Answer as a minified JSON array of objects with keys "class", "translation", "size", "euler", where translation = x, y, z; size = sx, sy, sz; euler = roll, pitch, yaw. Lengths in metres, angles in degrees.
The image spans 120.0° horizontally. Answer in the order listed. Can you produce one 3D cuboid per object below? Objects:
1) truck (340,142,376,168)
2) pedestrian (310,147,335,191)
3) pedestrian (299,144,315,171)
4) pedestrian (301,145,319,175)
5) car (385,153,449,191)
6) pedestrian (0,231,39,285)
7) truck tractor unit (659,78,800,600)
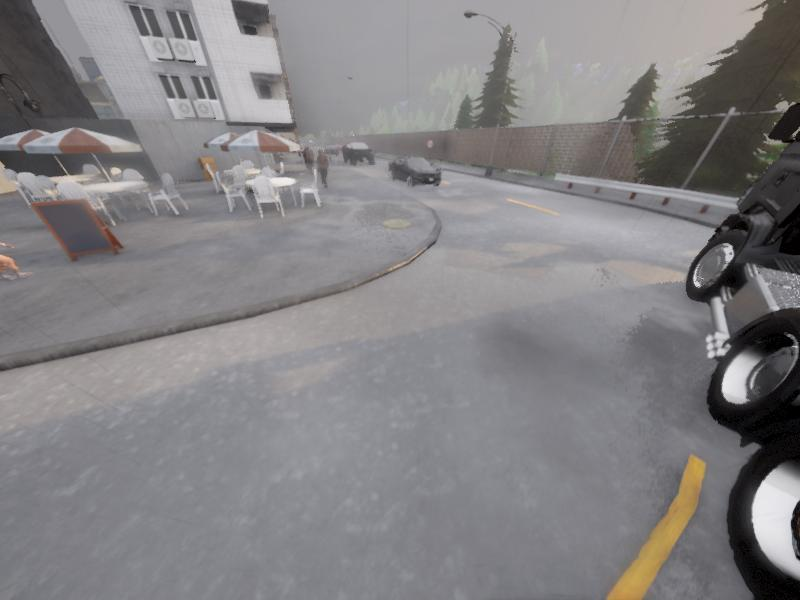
[{"class":"truck","translation":[-4.735,-16.184,25.547],"size":[2.390,2.098,6.274],"euler":[-13,37,-18]},{"class":"pedestrian","translation":[-3.936,-6.678,11.799],"size":[0.751,1.860,0.751],"euler":[-17,38,-23]},{"class":"pedestrian","translation":[-7.789,-11.931,19.367],"size":[0.751,1.860,0.751],"euler":[-20,39,-26]},{"class":"pedestrian","translation":[-6.747,-10.534,17.354],"size":[0.751,1.860,0.751],"euler":[-19,39,-25]},{"class":"car","translation":[0.799,-8.162,14.476],"size":[1.882,1.535,5.008],"euler":[-13,37,-18]},{"class":"pedestrian","translation":[-7.336,-0.855,4.034],"size":[0.500,1.100,0.500],"euler":[-14,37,-20]},{"class":"truck tractor unit","translation":[4.766,-0.550,1.143],"size":[3.053,4.208,6.516],"euler":[29,44,34]}]
